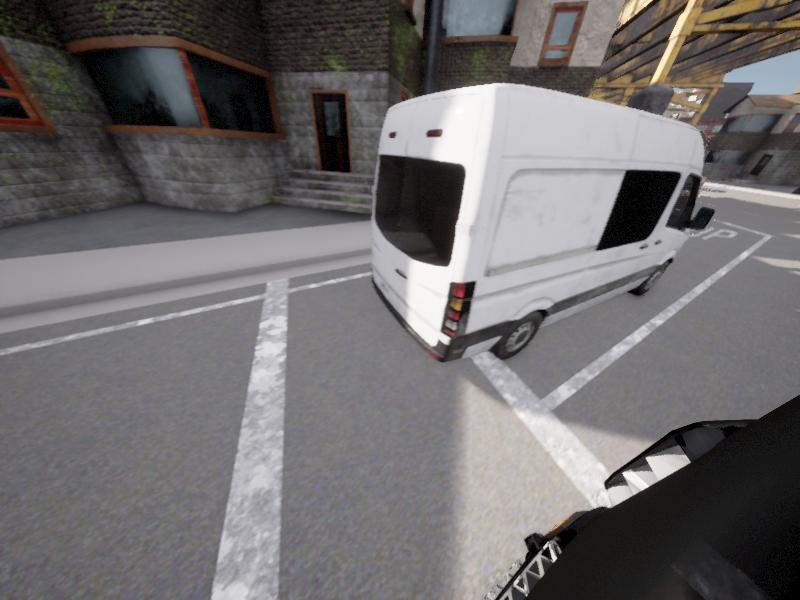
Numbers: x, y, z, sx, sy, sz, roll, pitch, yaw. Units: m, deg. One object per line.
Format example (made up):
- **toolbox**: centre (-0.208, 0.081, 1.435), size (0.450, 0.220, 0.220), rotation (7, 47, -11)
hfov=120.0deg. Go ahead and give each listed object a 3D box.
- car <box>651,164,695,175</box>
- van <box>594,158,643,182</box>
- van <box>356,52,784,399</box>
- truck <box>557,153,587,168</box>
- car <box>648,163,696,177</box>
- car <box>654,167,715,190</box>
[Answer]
- **car**: centre (45.159, -21.753, 38.324), size (1.853, 1.218, 4.536), rotation (-27, 44, -37)
- **van**: centre (25.245, -15.271, 26.962), size (2.069, 2.038, 4.480), rotation (11, 34, 11)
- **van**: centre (2.554, -1.196, 3.647), size (5.915, 2.561, 1.988), rotation (-14, 37, -24)
- **truck**: centre (35.274, -28.759, 47.554), size (2.627, 2.467, 5.204), rotation (8, 32, 8)
- **car**: centre (45.116, -21.644, 38.441), size (2.038, 1.542, 4.974), rotation (-27, 44, -37)
- **car**: centre (27.136, -11.729, 22.242), size (1.845, 1.501, 3.633), rotation (11, 35, 12)
